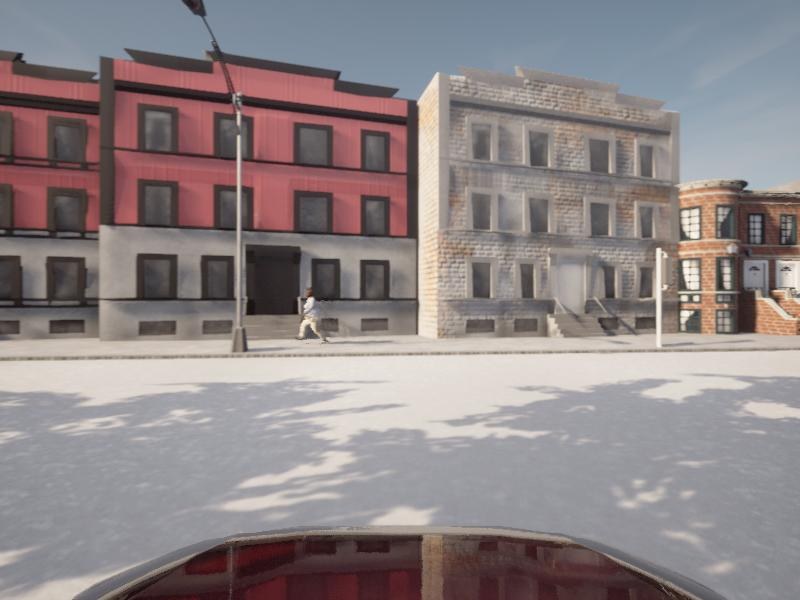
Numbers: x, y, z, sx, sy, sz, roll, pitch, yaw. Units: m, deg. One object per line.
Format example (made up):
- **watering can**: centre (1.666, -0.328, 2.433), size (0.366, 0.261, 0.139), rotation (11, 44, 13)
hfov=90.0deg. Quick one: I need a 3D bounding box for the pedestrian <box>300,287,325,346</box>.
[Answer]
- **pedestrian**: centre (-2.880, 0.531, 13.104), size (0.751, 1.860, 0.751), rotation (0, 0, -17)
